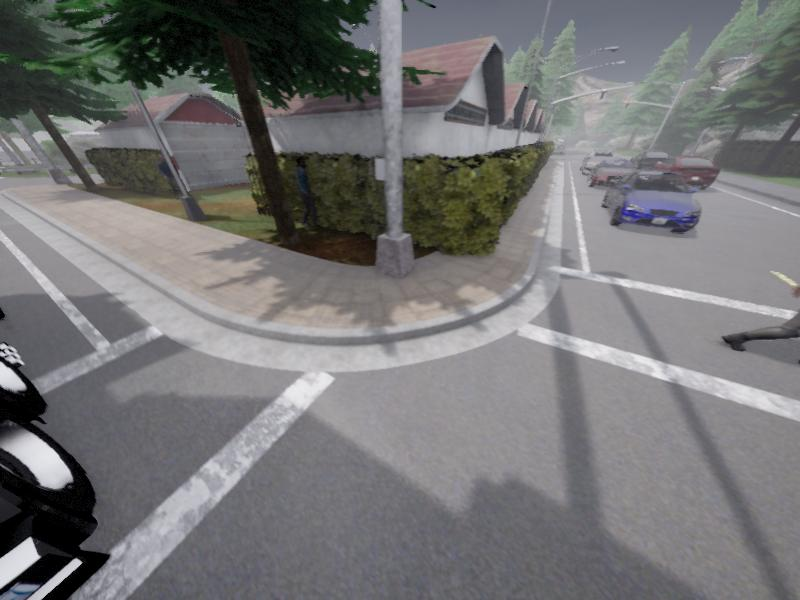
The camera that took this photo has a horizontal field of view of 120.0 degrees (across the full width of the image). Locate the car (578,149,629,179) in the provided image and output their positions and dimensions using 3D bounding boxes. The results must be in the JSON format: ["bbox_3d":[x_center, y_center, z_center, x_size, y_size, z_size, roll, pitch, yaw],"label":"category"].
[{"bbox_3d":[15.922,-10.999,18.431,2.152,1.651,5.027,18,39,24],"label":"car"}]

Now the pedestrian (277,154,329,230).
[{"bbox_3d":[-2.697,-3.070,6.636,0.751,1.860,0.751,3,35,5],"label":"pedestrian"}]

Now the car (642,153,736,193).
[{"bbox_3d":[16.657,-7.689,13.734,1.882,1.535,5.008,18,39,25],"label":"car"}]

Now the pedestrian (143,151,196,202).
[{"bbox_3d":[-10.069,-5.420,10.149,0.751,1.860,0.751,18,39,25],"label":"pedestrian"}]

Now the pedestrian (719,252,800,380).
[{"bbox_3d":[4.877,-0.024,2.503,0.751,1.860,0.751,21,40,27],"label":"pedestrian"}]

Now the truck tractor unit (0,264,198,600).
[{"bbox_3d":[-5.092,-0.323,0.749,6.516,4.208,3.053,19,39,23],"label":"truck tractor unit"}]

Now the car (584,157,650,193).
[{"bbox_3d":[12.532,-7.524,13.691,1.994,1.385,4.181,18,39,25],"label":"car"}]

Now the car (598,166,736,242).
[{"bbox_3d":[8.401,-3.504,7.862,1.816,1.474,4.193,18,39,25],"label":"car"}]

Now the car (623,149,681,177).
[{"bbox_3d":[20.376,-11.349,18.957,1.882,1.535,5.008,18,39,25],"label":"car"}]
